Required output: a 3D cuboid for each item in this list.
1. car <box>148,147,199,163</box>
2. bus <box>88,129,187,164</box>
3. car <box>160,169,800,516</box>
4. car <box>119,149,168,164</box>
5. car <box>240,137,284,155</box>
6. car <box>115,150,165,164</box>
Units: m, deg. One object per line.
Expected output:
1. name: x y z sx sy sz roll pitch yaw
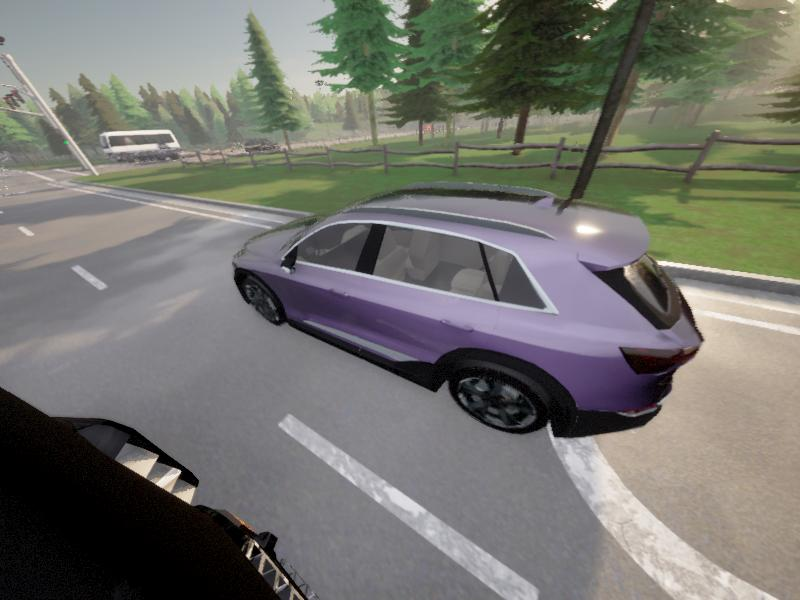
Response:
1. car: -33.353 -21.446 34.192 1.837 1.490 4.892 16 41 25
2. bus: -45.563 -27.262 40.836 3.944 4.253 10.273 16 41 25
3. car: -0.040 -0.425 2.742 4.856 1.649 2.033 16 41 25
4. car: -40.812 -22.935 36.893 1.837 1.490 4.892 16 41 25
5. car: -22.475 -25.315 37.891 2.150 2.045 5.566 16 41 25
6. car: -43.537 -24.143 38.854 2.033 1.411 5.357 16 41 25
